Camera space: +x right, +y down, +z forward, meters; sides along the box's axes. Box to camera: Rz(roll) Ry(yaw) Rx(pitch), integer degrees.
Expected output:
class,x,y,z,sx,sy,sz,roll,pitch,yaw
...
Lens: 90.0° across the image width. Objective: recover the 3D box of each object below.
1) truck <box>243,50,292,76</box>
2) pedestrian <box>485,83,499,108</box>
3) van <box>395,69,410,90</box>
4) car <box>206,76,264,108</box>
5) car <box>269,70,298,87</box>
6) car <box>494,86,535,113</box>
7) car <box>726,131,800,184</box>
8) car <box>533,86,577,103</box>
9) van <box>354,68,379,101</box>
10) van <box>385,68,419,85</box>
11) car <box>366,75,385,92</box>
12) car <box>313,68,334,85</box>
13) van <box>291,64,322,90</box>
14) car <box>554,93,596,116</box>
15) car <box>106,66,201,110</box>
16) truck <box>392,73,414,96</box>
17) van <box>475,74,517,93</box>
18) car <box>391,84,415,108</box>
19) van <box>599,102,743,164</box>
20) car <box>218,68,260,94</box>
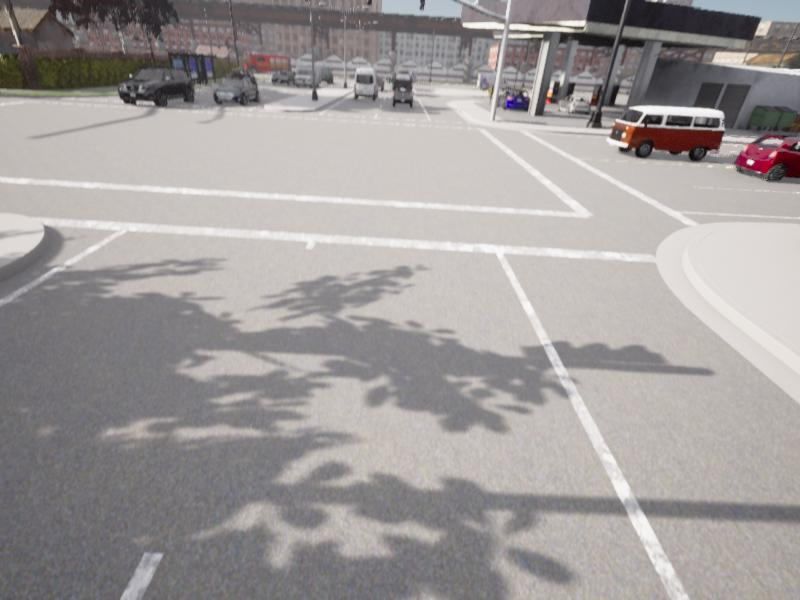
class,x,y,z,sx,sy,sz,roll,pitch,yaw
truck,-26.224,-47.090,79.596,8.468,3.827,2.891,3,30,-1
pedestrian,8.156,-18.216,35.619,0.751,1.860,0.751,2,30,-2
van,0.387,-32.483,58.826,1.988,2.561,5.915,3,30,-1
car,-11.249,-14.513,27.765,2.033,1.649,4.856,3,30,-1
car,-14.650,-28.090,50.592,2.152,1.651,5.027,3,30,-1
car,9.966,-17.681,35.206,2.242,1.667,4.611,3,30,-1
car,14.957,-5.302,14.979,3.633,1.501,1.845,2,30,-2
car,20.156,-26.786,52.135,5.238,1.638,1.930,-10,33,-23
van,-3.177,-20.921,38.684,1.988,2.561,5.915,3,30,-2
van,0.368,-43.358,77.500,6.366,2.431,2.351,3,30,-1
car,-3.172,-28.535,52.599,2.152,1.651,5.027,3,30,-1
car,-11.117,-32.745,58.513,2.150,2.045,5.566,3,30,-1
van,-11.156,-27.030,48.361,2.351,2.431,6.366,3,30,-1
car,15.696,-17.645,36.089,1.970,1.475,3.806,3,30,-1
car,-14.903,-13.239,24.771,2.150,2.045,5.566,4,30,1
truck,0.320,-26.351,48.779,2.390,2.098,6.274,3,30,-1
van,16.362,-37.234,68.781,6.366,2.431,2.351,3,30,-1
car,0.256,-17.278,33.836,1.845,1.501,3.633,3,30,-1
van,11.806,-7.444,17.787,4.480,2.038,2.069,2,30,-3
car,-14.717,-20.206,36.857,1.932,1.855,4.605,3,31,-1
